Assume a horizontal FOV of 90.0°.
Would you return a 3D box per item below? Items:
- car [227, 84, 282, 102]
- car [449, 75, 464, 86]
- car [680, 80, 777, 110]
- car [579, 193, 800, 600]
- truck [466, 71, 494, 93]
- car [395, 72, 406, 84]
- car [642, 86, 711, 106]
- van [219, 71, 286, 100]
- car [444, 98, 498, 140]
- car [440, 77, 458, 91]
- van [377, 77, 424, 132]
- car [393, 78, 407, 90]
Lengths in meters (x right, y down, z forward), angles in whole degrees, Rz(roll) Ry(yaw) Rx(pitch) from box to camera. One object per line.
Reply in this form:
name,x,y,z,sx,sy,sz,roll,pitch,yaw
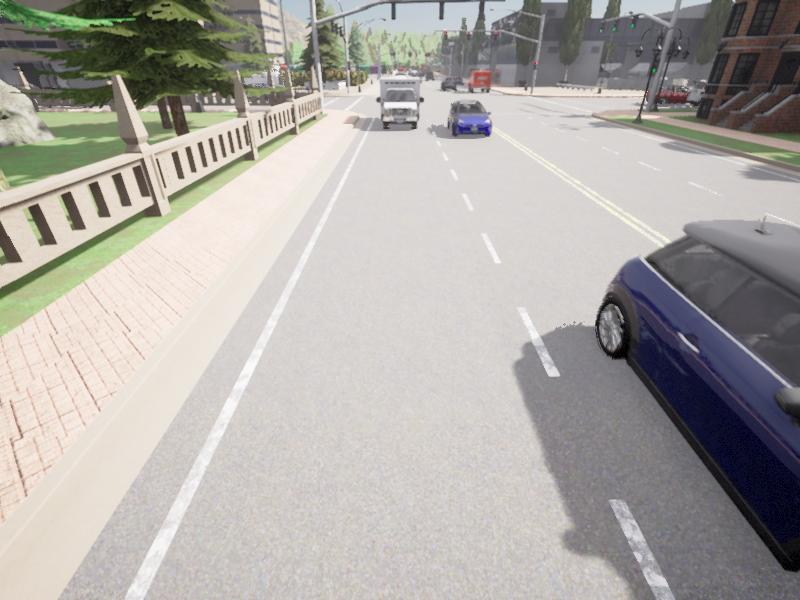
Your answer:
car,-14.169,-20.287,39.193,4.514,1.525,2.007,0,30,0
car,10.525,-41.223,75.020,2.242,1.667,4.611,0,30,0
car,26.680,-16.761,32.671,5.566,2.045,2.150,0,30,-1
car,3.496,0.693,3.044,2.097,1.767,4.553,0,30,0
truck,10.517,-29.087,53.327,2.627,2.467,5.204,0,30,0
car,0.027,-44.954,80.898,2.150,2.045,5.566,0,30,0
car,24.643,-18.297,35.816,4.514,1.525,2.007,0,30,0
van,-15.355,-22.492,41.963,5.915,2.561,1.988,0,30,0
car,3.504,-9.436,20.641,2.007,1.525,4.514,0,30,0
car,7.019,-31.214,57.782,2.033,1.649,4.856,0,30,0
van,0.005,-11.553,23.367,2.351,2.431,6.366,0,30,0
car,0.018,-32.926,60.943,2.033,1.411,5.357,0,30,0
